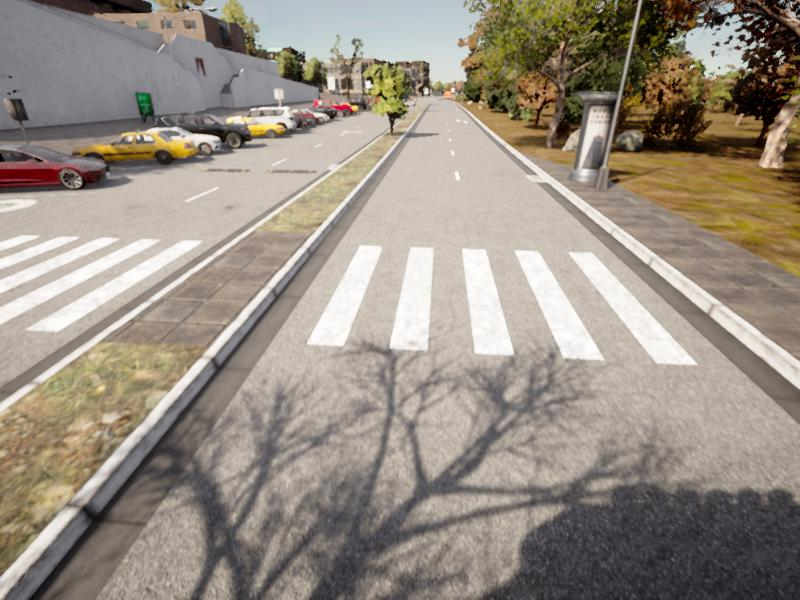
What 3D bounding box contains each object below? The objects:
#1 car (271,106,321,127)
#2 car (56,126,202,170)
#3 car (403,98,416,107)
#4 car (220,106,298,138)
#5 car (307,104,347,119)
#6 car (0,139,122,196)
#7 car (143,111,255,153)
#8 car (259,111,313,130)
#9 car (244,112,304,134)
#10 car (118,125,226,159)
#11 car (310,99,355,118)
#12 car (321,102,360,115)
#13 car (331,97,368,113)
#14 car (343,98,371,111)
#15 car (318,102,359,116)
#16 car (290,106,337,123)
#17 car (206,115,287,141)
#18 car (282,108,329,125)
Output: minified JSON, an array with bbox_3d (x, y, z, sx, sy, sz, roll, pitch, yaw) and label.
[{"bbox_3d":[-10.543,-18.673,40.665,4.553,1.767,2.185,-8,28,-13],"label":"car"},{"bbox_3d":[-12.867,-7.458,19.475,5.366,1.575,1.946,-8,28,-13],"label":"car"},{"bbox_3d":[2.009,-41.190,83.482,2.242,1.667,4.611,2,28,5],"label":"car"},{"bbox_3d":[-11.357,-14.594,32.669,5.566,2.045,2.435,-8,29,-13],"label":"car"},{"bbox_3d":[-9.393,-24.167,51.303,4.792,1.488,2.163,-8,29,-13],"label":"car"},{"bbox_3d":[-13.208,-4.727,14.225,4.792,1.488,2.163,-8,28,-13],"label":"car"},{"bbox_3d":[-12.121,-10.454,24.736,5.566,2.045,2.435,-8,28,-13],"label":"car"},{"bbox_3d":[-10.784,-17.128,38.111,4.674,1.452,2.002,-8,28,-13],"label":"car"},{"bbox_3d":[-11.082,-15.736,35.443,4.792,1.488,2.163,-8,29,-13],"label":"car"},{"bbox_3d":[-12.422,-8.818,22.200,4.674,1.452,2.002,-8,28,-13],"label":"car"},{"bbox_3d":[-9.126,-25.822,53.812,5.566,2.045,2.435,-8,28,-13],"label":"car"},{"bbox_3d":[-8.782,-28.375,59.149,5.366,1.575,1.946,-8,29,-13],"label":"car"},{"bbox_3d":[-8.088,-31.412,64.345,5.566,2.045,2.435,-8,29,-13],"label":"car"},{"bbox_3d":[-7.484,-34.099,69.707,4.553,1.767,2.185,-8,29,-13],"label":"car"},{"bbox_3d":[-8.696,-27.027,56.598,5.366,1.575,1.946,-8,28,-13],"label":"car"},{"bbox_3d":[-9.958,-21.372,46.005,5.008,1.535,2.097,-8,29,-13],"label":"car"},{"bbox_3d":[-11.423,-13.015,30.184,5.366,1.575,1.946,-8,28,-13],"label":"car"},{"bbox_3d":[-10.240,-19.932,43.388,4.674,1.452,2.002,-8,28,-13],"label":"car"}]
